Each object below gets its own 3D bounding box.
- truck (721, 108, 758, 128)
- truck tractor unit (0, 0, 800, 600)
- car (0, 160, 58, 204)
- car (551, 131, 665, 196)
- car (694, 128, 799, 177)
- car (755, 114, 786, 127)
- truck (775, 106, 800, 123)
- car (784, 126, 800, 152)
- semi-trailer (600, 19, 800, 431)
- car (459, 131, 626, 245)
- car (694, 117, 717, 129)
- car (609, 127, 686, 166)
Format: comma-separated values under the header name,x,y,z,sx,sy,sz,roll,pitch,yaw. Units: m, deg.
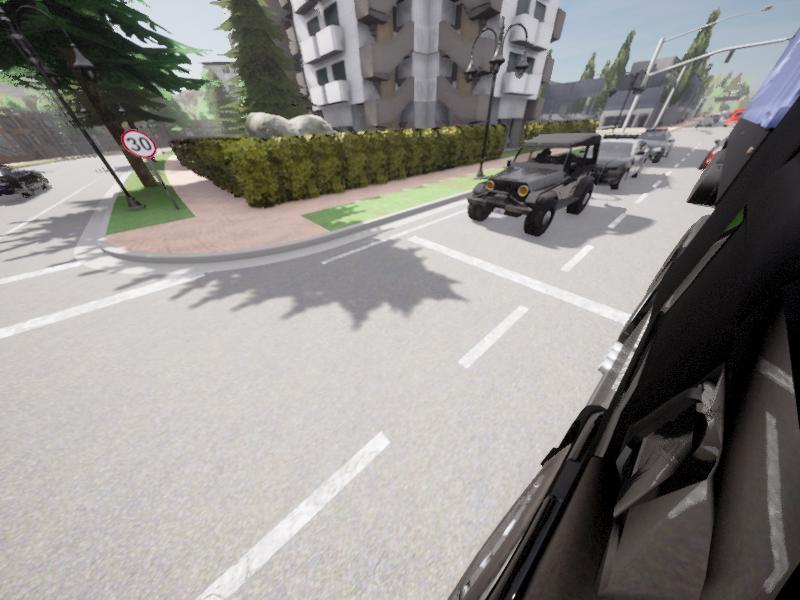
name,x,y,z,sx,sy,sz,roll,pitch,yaw
truck,57.780,-31.020,39.393,5.204,2.467,2.627,-29,44,-31
truck tractor unit,2.645,-0.295,0.351,6.516,4.208,3.053,-28,44,-30
car,-20.425,-6.084,11.851,2.033,1.411,5.357,-29,44,-31
car,8.579,-5.771,9.450,5.238,1.638,1.930,-29,44,-31
car,15.638,-6.874,10.613,3.806,1.475,1.970,-29,44,-31
car,60.692,-29.444,37.938,4.514,1.525,2.007,-29,44,-31
truck,78.142,-36.878,45.933,5.204,2.467,2.627,-29,44,-31
car,26.985,-10.626,14.574,4.605,1.855,1.932,-29,44,-31
semi-trailer,8.588,-3.679,4.333,14.254,4.402,2.717,-29,44,-31
car,3.661,-3.170,6.075,3.866,1.878,1.905,-28,43,-29
car,54.882,-31.771,41.438,4.674,1.442,1.812,-29,44,-31
car,14.843,-9.254,13.804,4.974,1.542,2.038,-29,44,-31
